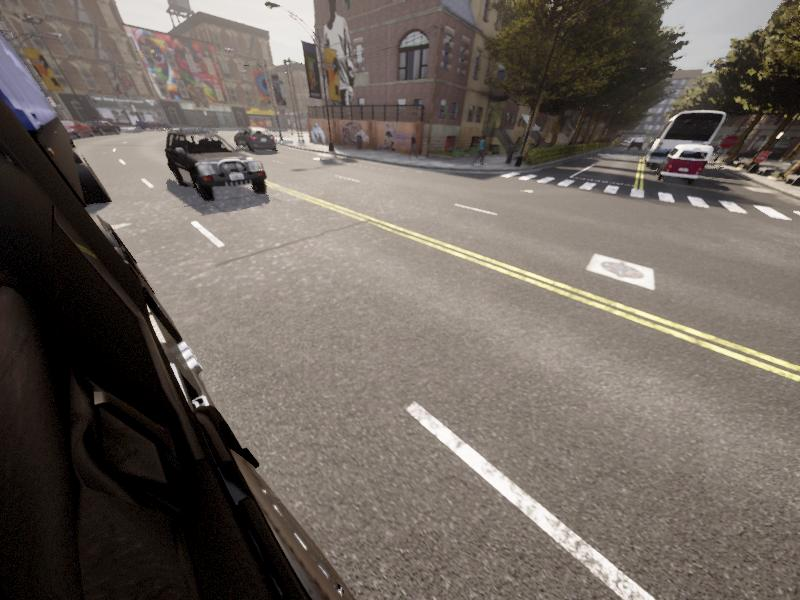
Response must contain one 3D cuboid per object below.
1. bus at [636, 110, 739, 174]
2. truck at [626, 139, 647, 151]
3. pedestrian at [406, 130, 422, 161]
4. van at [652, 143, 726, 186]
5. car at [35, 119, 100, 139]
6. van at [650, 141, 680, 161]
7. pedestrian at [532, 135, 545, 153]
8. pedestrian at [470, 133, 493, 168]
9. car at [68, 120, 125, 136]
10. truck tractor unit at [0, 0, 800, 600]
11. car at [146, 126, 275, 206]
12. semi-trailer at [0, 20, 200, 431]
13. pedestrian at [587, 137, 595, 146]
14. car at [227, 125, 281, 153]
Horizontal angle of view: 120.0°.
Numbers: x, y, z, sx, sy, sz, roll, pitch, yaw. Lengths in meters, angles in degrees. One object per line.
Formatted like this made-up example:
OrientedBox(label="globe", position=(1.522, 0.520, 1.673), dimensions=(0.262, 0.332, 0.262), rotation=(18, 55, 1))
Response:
OrientedBox(label="bus", position=(27.428, -15.702, 22.863), dimensions=(3.944, 4.253, 10.273), rotation=(29, 45, 30))
OrientedBox(label="truck", position=(53.735, -35.259, 52.445), dimensions=(2.390, 2.098, 6.274), rotation=(29, 44, 30))
OrientedBox(label="pedestrian", position=(1.031, -11.660, 17.408), dimensions=(0.751, 1.860, 0.751), rotation=(24, 42, 26))
OrientedBox(label="van", position=(19.218, -9.322, 15.662), dimensions=(2.069, 2.038, 4.480), rotation=(29, 45, 30))
OrientedBox(label="car", position=(-32.521, -16.941, 22.824), dimensions=(2.002, 1.452, 4.674), rotation=(-17, 41, -24))
OrientedBox(label="van", position=(35.321, -19.926, 30.896), dimensions=(1.775, 1.987, 4.442), rotation=(29, 44, 31))
OrientedBox(label="pedestrian", position=(17.894, -20.206, 29.913), dimensions=(0.751, 1.860, 0.751), rotation=(25, 42, 27))
OrientedBox(label="pedestrian", position=(5.452, -10.022, 15.523), dimensions=(0.751, 1.860, 0.751), rotation=(28, 44, 29))
OrientedBox(label="car", position=(-35.075, -20.045, 26.909), dimensions=(1.895, 1.301, 4.718), rotation=(-10, 39, -16))
OrientedBox(label="truck tractor unit", position=(-2.645, -0.295, 0.351), dimensions=(6.516, 4.208, 3.053), rotation=(28, 44, 30))
OrientedBox(label="car", position=(-6.773, -4.949, 8.235), dimensions=(4.605, 1.855, 1.932), rotation=(29, 44, 31))
OrientedBox(label="semi-trailer", position=(-8.591, -3.689, 4.311), dimensions=(14.254, 4.402, 2.717), rotation=(29, 44, 31))
OrientedBox(label="pedestrian", position=(46.477, -38.552, 56.248), dimensions=(0.751, 1.860, 0.751), rotation=(-24, 45, -31))
OrientedBox(label="car", position=(-12.637, -13.961, 20.007), dimensions=(4.611, 1.667, 2.242), rotation=(32, 46, 33))
